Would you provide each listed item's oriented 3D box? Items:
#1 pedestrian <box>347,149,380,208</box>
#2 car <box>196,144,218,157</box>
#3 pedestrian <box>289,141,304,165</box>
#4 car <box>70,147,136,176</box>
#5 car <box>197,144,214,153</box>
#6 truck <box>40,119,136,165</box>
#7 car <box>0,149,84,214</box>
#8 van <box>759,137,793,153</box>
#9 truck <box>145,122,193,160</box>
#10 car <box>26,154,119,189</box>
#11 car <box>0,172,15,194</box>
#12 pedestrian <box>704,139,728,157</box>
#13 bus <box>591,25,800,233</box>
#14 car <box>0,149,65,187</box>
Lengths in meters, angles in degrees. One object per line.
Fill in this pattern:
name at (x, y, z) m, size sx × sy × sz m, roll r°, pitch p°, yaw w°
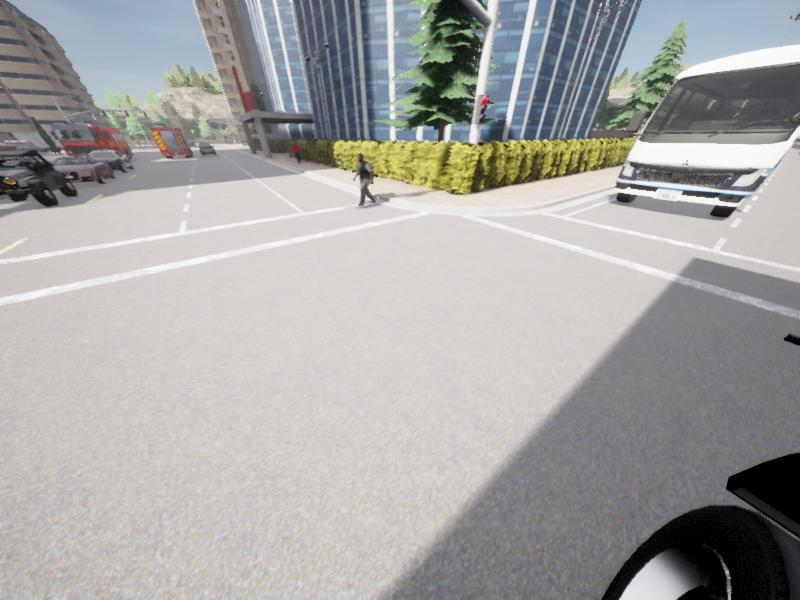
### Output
pedestrian at (-1.338, -4.566, 8.732) m, size 0.751 × 1.860 × 0.751 m, roll -27°, pitch 43°, yaw -32°
car at (-30.027, -23.337, 35.903) m, size 2.128 × 1.511 × 4.902 m, roll -23°, pitch 41°, yaw -28°
pedestrian at (-9.474, -13.497, 21.188) m, size 0.751 × 1.860 × 0.751 m, roll -20°, pitch 40°, yaw -25°
car at (-23.685, -11.338, 18.733) m, size 1.930 × 1.638 × 5.238 m, roll -23°, pitch 41°, yaw -28°
car at (-37.233, -29.077, 44.219) m, size 1.994 × 1.385 × 4.181 m, roll -23°, pitch 41°, yaw -28°
truck at (-34.885, -18.135, 26.559) m, size 2.891 × 3.827 × 8.468 m, roll -18°, pitch 39°, yaw -23°
car at (-15.639, -4.961, 9.417) m, size 1.905 × 1.878 × 3.866 m, roll -23°, pitch 41°, yaw -28°
van at (59.917, -24.739, 36.794) m, size 4.442 × 1.987 × 1.775 m, roll -20°, pitch 40°, yaw -26°
truck at (-31.432, -21.938, 31.924) m, size 2.891 × 3.827 × 8.468 m, roll -23°, pitch 41°, yaw -28°
car at (-19.618, -7.967, 14.160) m, size 1.994 × 1.385 × 4.181 m, roll -21°, pitch 40°, yaw -27°
car at (-20.455, -5.224, 10.131) m, size 1.882 × 1.535 × 5.008 m, roll -22°, pitch 41°, yaw -28°
pedestrian at (39.649, -19.111, 29.002) m, size 0.751 × 1.860 × 0.751 m, roll -8°, pitch 36°, yaw -10°
bus at (12.893, -6.265, 9.000) m, size 10.273 × 4.253 × 3.944 m, roll -22°, pitch 41°, yaw -28°
car at (-24.278, -8.356, 14.485) m, size 2.242 × 1.667 × 4.611 m, roll -22°, pitch 41°, yaw -28°
